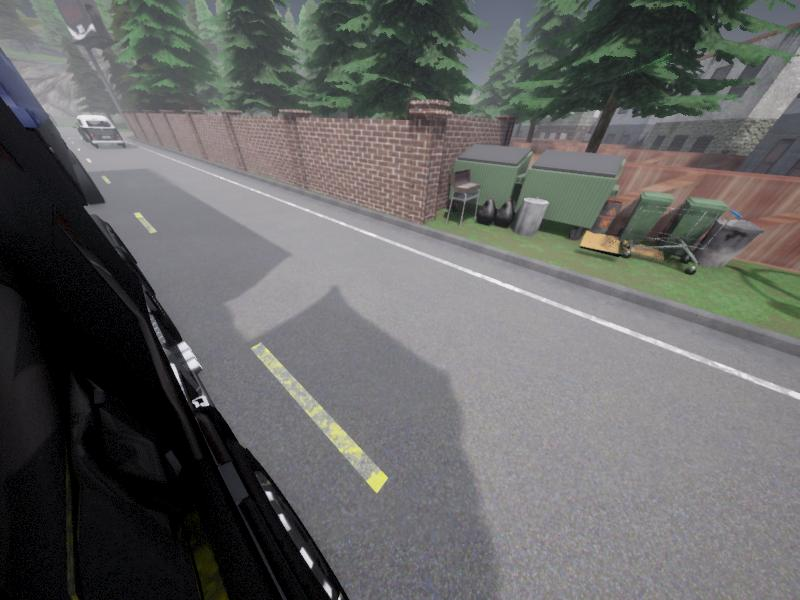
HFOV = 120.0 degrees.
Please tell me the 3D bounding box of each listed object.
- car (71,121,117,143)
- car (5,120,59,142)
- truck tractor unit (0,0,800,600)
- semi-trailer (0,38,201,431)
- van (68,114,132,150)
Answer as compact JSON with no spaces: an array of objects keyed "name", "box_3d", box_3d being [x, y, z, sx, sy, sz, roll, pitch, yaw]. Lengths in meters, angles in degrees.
[{"name":"car","box_3d":[-29.069,-15.960,21.893,4.892,1.490,1.837,28,44,30]},{"name":"car","box_3d":[-32.532,-14.987,20.479,4.181,1.385,1.994,27,43,29]},{"name":"truck tractor unit","box_3d":[-2.645,-0.295,0.352,6.516,4.208,3.053,28,44,30]},{"name":"semi-trailer","box_3d":[-8.670,-3.626,4.253,14.254,4.402,2.717,29,44,30]},{"name":"van","box_3d":[-23.667,-13.309,18.233,4.480,2.038,2.069,28,44,30]}]
